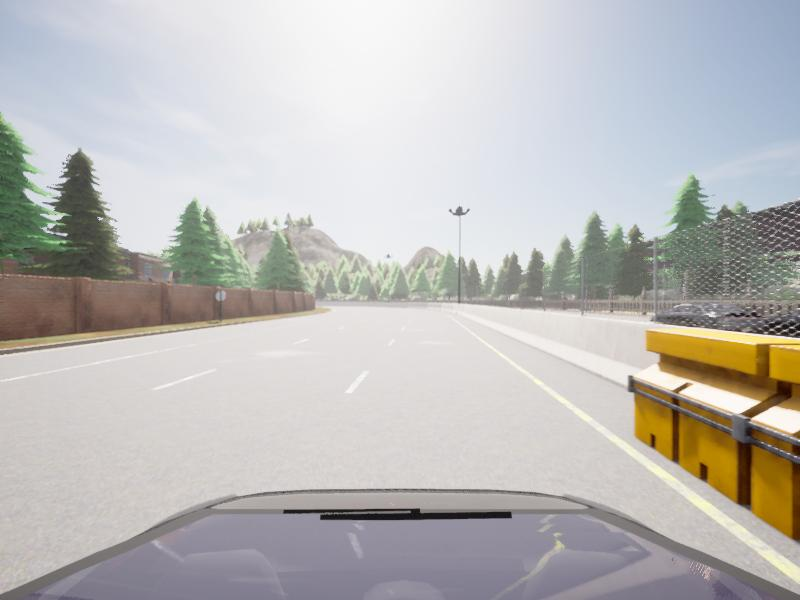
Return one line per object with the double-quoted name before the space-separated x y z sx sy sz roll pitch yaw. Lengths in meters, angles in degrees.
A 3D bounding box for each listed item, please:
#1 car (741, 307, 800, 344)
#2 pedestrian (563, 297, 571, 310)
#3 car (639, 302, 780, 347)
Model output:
"car" 15.456 0.950 14.775 1.895 1.301 4.718 0 0 4
"pedestrian" 24.591 0.515 58.903 0.751 1.860 0.751 0 0 -1
"car" 12.042 0.844 16.127 2.128 1.511 4.902 0 0 4
